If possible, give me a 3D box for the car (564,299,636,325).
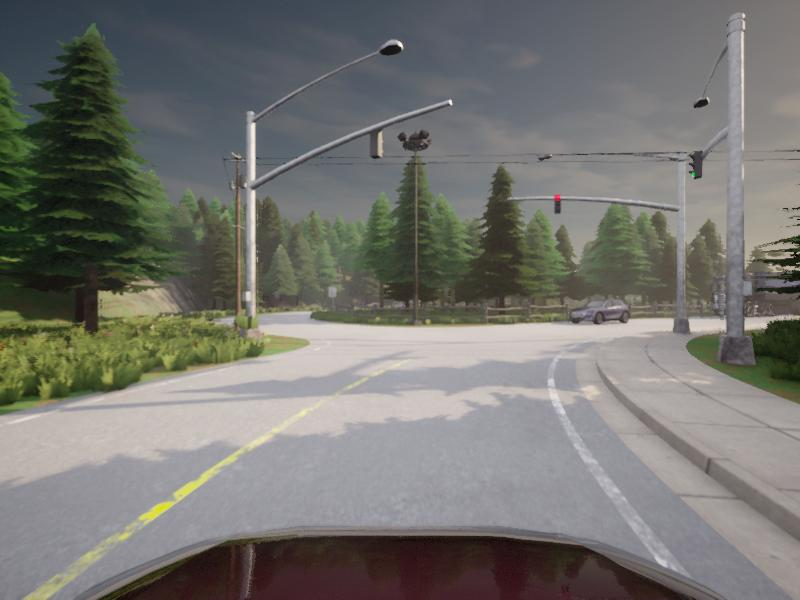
[{"bbox_3d":[13.495,0.753,26.976,4.856,1.649,2.033,0,0,-31],"label":"car"}]

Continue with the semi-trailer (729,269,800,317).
[{"bbox_3d":[38.595,-0.655,40.699,14.254,4.402,2.717,0,0,-29],"label":"semi-trailer"}]

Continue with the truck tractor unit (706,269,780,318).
[{"bbox_3d":[31.647,-0.552,36.913,6.516,4.208,3.053,0,0,-29],"label":"truck tractor unit"}]
